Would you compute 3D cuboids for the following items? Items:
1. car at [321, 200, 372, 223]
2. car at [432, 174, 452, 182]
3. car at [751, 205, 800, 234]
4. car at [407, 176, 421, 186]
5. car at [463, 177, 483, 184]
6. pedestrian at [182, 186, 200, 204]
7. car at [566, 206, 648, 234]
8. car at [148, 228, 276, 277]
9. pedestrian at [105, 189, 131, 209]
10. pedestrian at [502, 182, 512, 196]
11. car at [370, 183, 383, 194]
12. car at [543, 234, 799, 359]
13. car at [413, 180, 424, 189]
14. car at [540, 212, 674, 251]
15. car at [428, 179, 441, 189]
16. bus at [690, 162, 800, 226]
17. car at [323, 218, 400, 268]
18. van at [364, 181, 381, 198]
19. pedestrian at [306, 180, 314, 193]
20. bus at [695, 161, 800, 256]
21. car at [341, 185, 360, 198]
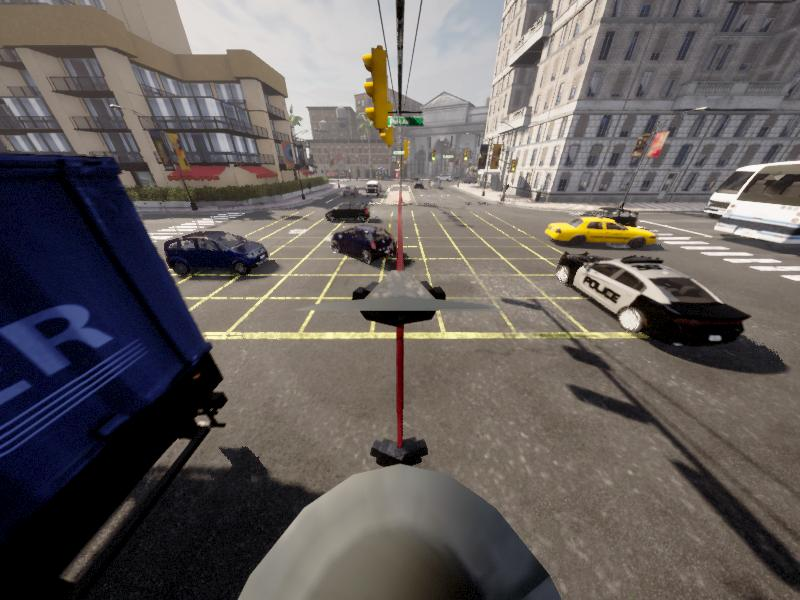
[{"bbox_3d":[-4.326,-7.362,19.200,3.705,1.549,1.789,0,30,0],"label":"car"},{"bbox_3d":[12.618,-36.615,69.385,5.566,2.045,2.150,0,30,1],"label":"car"},{"bbox_3d":[28.522,-5.679,16.236,3.988,1.617,1.851,0,30,0],"label":"car"},{"bbox_3d":[3.510,-30.032,58.146,1.932,1.855,4.605,-8,31,-14],"label":"car"},{"bbox_3d":[20.002,-32.903,63.349,4.856,1.649,2.033,0,30,1],"label":"car"},{"bbox_3d":[-24.595,-12.363,27.205,0.751,1.860,0.751,-1,30,-2],"label":"pedestrian"},{"bbox_3d":[14.327,-5.634,16.215,3.705,1.549,1.789,0,30,0],"label":"car"},{"bbox_3d":[-7.898,-2.110,10.094,3.705,1.549,1.789,1,30,0],"label":"car"},{"bbox_3d":[-28.942,-10.375,23.762,0.751,1.860,0.751,2,30,4],"label":"pedestrian"},{"bbox_3d":[15.946,-16.542,34.445,0.751,1.860,0.751,-2,30,-4],"label":"pedestrian"},{"bbox_3d":[-4.167,-20.061,41.308,1.812,1.442,4.674,0,30,0],"label":"car"},{"bbox_3d":[7.223,-0.607,7.416,1.930,1.638,5.238,0,30,0],"label":"car"},{"bbox_3d":[3.858,-24.686,49.236,2.038,1.542,4.974,0,30,0],"label":"car"},{"bbox_3d":[11.638,-4.077,13.487,5.366,1.575,1.801,5,30,9],"label":"car"},{"bbox_3d":[7.405,-25.049,49.769,2.152,1.651,5.027,0,30,1],"label":"car"},{"bbox_3d":[31.816,-8.515,18.502,10.273,4.253,3.944,0,30,0],"label":"bus"},{"bbox_3d":[-1.983,-3.054,11.766,3.633,1.501,1.845,24,37,35],"label":"car"},{"bbox_3d":[-4.179,-17.084,35.556,2.069,2.038,4.480,0,30,0],"label":"van"},{"bbox_3d":[-14.879,-18.701,38.184,0.751,1.860,0.751,-1,30,-1],"label":"pedestrian"},{"bbox_3d":[24.817,-5.130,12.639,10.273,4.253,3.944,0,30,0],"label":"bus"},{"bbox_3d":[-7.682,-17.137,36.245,1.812,1.442,4.674,0,30,0],"label":"car"}]
